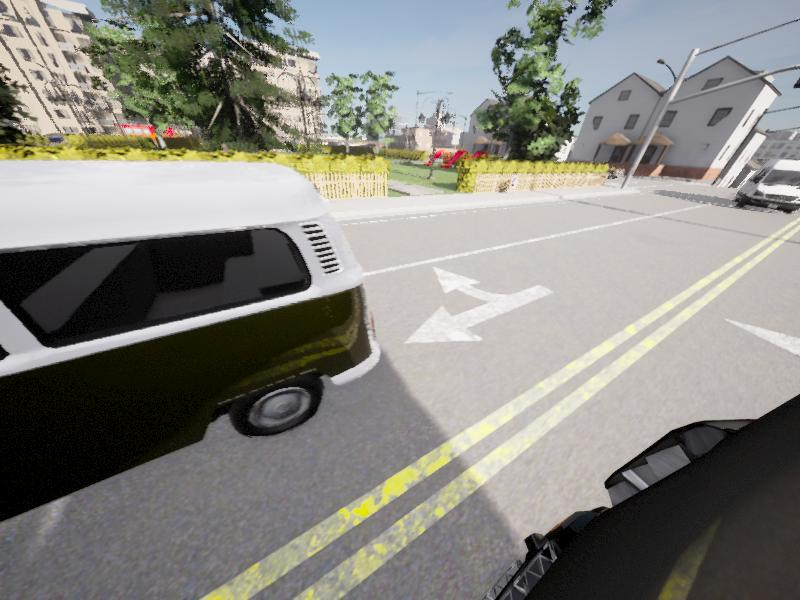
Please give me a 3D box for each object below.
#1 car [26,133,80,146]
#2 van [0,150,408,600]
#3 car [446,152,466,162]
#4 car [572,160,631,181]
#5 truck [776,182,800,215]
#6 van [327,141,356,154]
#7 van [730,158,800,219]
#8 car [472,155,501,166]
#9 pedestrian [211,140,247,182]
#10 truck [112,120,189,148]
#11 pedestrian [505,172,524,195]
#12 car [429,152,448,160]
[{"bbox_3d":[-60.238,-28.030,40.254,4.792,1.488,2.163,-21,40,-20],"label":"car"},{"bbox_3d":[-2.456,0.234,1.567,4.480,2.038,2.069,-16,38,-26],"label":"van"},{"bbox_3d":[12.271,-31.302,50.603,1.851,1.617,3.988,-15,38,-25],"label":"car"},{"bbox_3d":[23.848,-15.529,27.561,1.932,1.855,4.605,-17,38,-28],"label":"car"},{"bbox_3d":[49.540,-12.253,28.283,5.204,2.467,2.627,-2,30,-33],"label":"truck"},{"bbox_3d":[-14.605,-38.194,58.061,6.366,2.431,2.351,-15,37,-25],"label":"van"},{"bbox_3d":[22.375,-6.775,13.668,5.915,2.561,1.988,-24,44,-35],"label":"van"},{"bbox_3d":[16.498,-26.877,44.350,2.038,1.542,4.974,-15,37,-25],"label":"car"},{"bbox_3d":[-9.116,-7.395,12.362,0.751,1.860,0.751,5,34,2],"label":"pedestrian"},{"bbox_3d":[-45.794,-30.612,42.900,2.891,3.827,8.468,19,37,23],"label":"truck"},{"bbox_3d":[6.488,-6.593,13.096,0.500,1.100,0.500,-14,37,-24],"label":"pedestrian"},{"bbox_3d":[9.094,-34.531,55.353,1.812,1.442,4.674,-15,38,-25],"label":"car"}]
